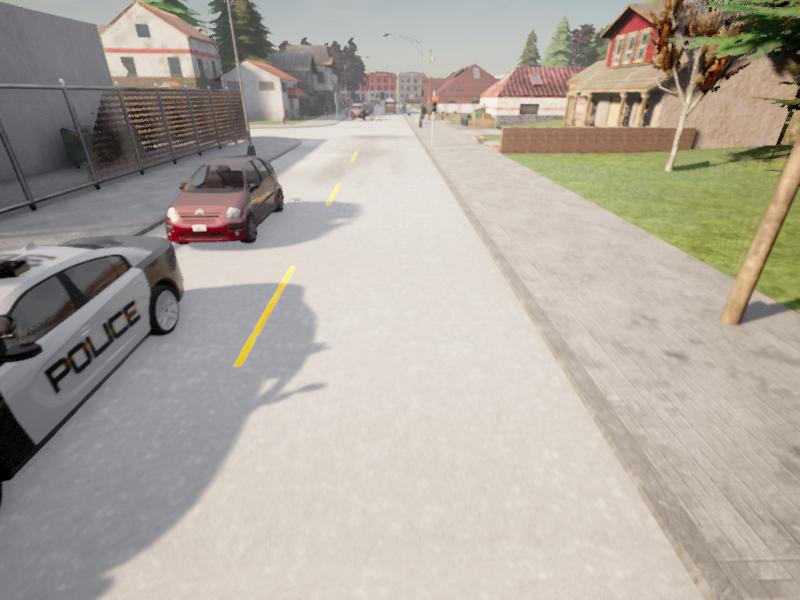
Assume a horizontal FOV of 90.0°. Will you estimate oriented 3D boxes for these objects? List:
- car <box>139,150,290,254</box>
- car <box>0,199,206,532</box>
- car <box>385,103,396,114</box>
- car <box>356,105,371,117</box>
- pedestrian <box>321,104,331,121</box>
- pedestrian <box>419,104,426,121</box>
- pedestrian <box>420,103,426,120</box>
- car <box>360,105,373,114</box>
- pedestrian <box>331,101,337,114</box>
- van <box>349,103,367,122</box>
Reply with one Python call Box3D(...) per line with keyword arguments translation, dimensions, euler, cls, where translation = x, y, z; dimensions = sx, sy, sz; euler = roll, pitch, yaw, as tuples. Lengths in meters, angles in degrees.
Box3D(translation=(-4.184, -2.610, 9.905), dimensions=(1.851, 1.617, 3.988), euler=(-1, 27, -1), cls="car")
Box3D(translation=(-4.109, 0.439, 3.944), dimensions=(1.930, 1.638, 5.238), euler=(-1, 27, -2), cls="car")
Box3D(translation=(-1.729, -34.046, 71.070), dimensions=(1.882, 1.535, 5.008), euler=(0, 27, -1), cls="car")
Box3D(translation=(-5.465, -28.385, 60.067), dimensions=(2.007, 1.525, 4.514), euler=(-1, 27, -1), cls="car")
Box3D(translation=(-8.985, -22.838, 48.631), dimensions=(0.751, 1.860, 0.751), euler=(4, 28, 8), cls="pedestrian")
Box3D(translation=(2.791, -23.105, 49.198), dimensions=(0.751, 1.860, 0.751), euler=(0, 27, -1), cls="pedestrian")
Box3D(translation=(2.933, -24.069, 51.071), dimensions=(0.751, 1.860, 0.751), euler=(5, 28, 9), cls="pedestrian")
Box3D(translation=(-5.670, -32.675, 68.575), dimensions=(1.994, 1.385, 4.181), euler=(-1, 27, -2), cls="car")
Box3D(translation=(-10.955, -31.980, 66.380), dimensions=(0.751, 1.860, 0.751), euler=(2, 27, 3), cls="pedestrian")
Box3D(translation=(-5.215, -23.512, 50.098), dimensions=(1.775, 1.987, 4.442), euler=(-1, 27, -1), cls="van")
